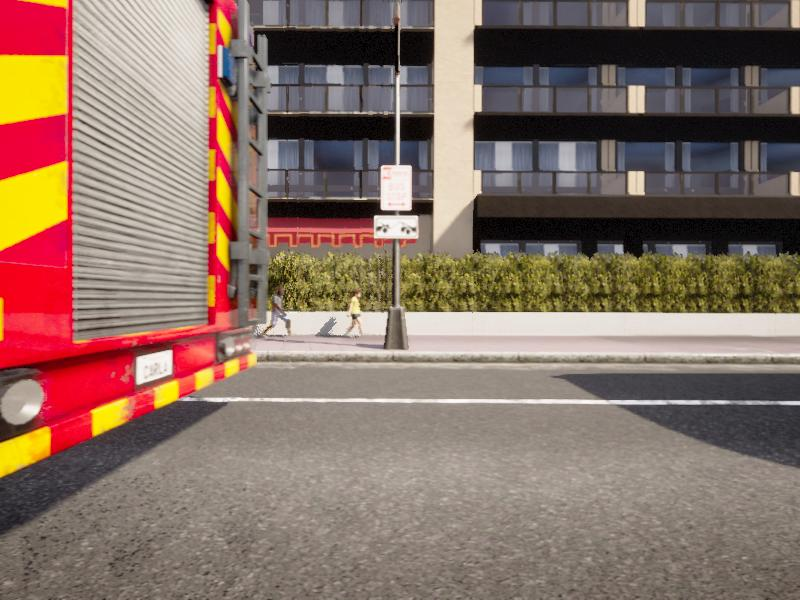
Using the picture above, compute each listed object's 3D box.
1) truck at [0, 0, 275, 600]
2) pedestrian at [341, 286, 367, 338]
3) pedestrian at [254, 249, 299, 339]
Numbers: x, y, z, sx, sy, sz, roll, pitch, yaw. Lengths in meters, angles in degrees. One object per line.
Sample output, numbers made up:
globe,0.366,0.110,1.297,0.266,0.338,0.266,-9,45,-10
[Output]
truck,-5.382,-0.944,2.219,8.468,3.827,2.891,0,0,0
pedestrian,-0.993,0.261,8.733,0.500,1.100,0.500,0,0,1
pedestrian,-2.667,-0.126,8.705,0.751,1.860,0.751,0,0,1
